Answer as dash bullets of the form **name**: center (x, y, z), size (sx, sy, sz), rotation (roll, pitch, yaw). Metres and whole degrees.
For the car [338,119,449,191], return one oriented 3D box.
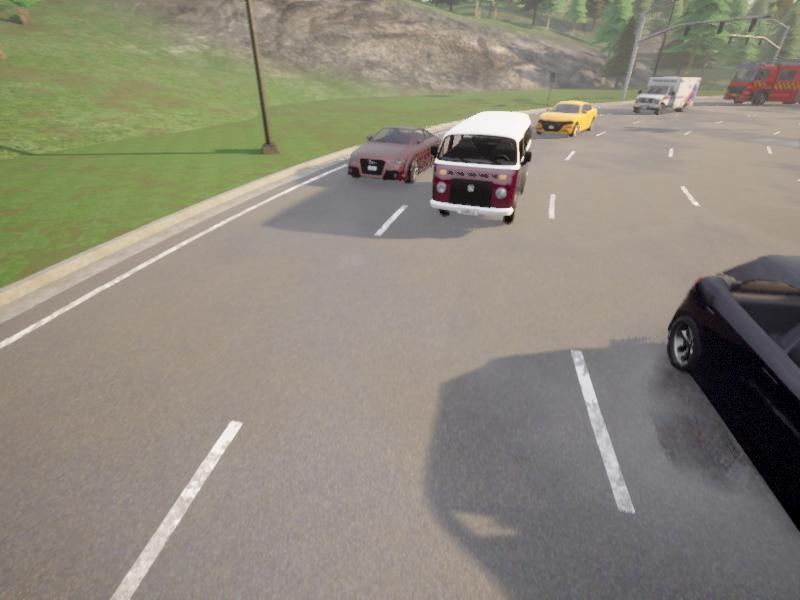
- **car**: center (-0.035, -4.843, 12.924), size (1.994, 1.385, 4.181), rotation (12, 32, 19)

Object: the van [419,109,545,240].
- **van**: center (2.151, -3.318, 9.699), size (2.069, 2.038, 4.480), rotation (11, 31, 17)

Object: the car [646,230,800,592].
- **car**: center (3.778, 0.854, 3.098), size (1.845, 1.501, 3.633), rotation (5, 31, 8)

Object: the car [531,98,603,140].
- **car**: center (8.911, -9.661, 21.134), size (1.882, 1.535, 5.008), rotation (21, 36, 31)

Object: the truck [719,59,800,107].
- **truck**: center (36.513, -20.788, 38.331), size (8.468, 3.827, 2.891), rotation (-1, 30, -2)

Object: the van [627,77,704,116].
- **van**: center (20.690, -15.924, 31.146), size (6.366, 2.431, 2.351), rotation (-22, 37, -33)
